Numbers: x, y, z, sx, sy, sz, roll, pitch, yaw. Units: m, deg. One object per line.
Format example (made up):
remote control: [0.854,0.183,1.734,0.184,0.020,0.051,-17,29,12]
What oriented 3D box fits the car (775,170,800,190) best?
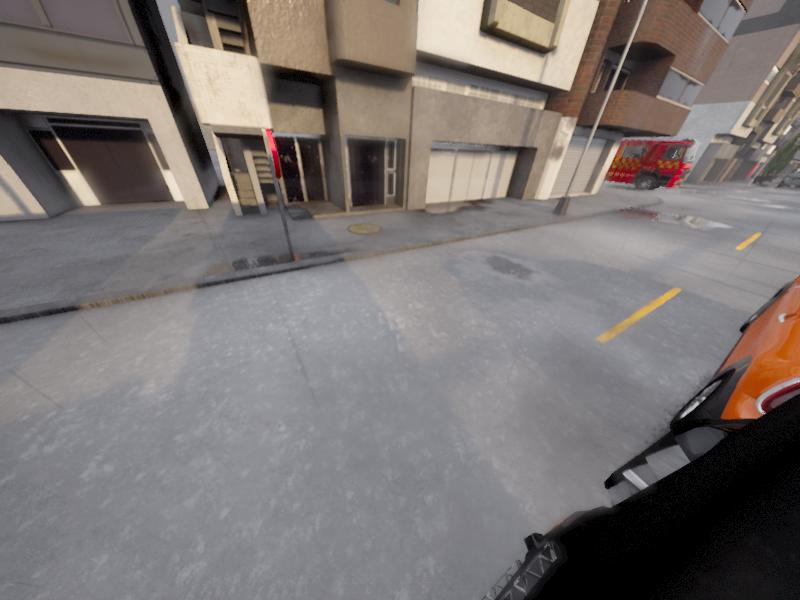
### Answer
car: [45.542,-13.671,26.268,4.553,1.767,2.097,-16,38,-26]

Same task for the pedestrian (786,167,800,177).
pedestrian: [89.269,-29.043,52.393,0.751,1.860,0.751,-13,37,-23]

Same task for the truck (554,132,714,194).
truck: [19.189,-12.042,20.013,2.891,3.827,8.468,-19,39,-29]

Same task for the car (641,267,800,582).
car: [4.630,0.585,1.774,4.553,1.767,2.097,-16,38,-26]
